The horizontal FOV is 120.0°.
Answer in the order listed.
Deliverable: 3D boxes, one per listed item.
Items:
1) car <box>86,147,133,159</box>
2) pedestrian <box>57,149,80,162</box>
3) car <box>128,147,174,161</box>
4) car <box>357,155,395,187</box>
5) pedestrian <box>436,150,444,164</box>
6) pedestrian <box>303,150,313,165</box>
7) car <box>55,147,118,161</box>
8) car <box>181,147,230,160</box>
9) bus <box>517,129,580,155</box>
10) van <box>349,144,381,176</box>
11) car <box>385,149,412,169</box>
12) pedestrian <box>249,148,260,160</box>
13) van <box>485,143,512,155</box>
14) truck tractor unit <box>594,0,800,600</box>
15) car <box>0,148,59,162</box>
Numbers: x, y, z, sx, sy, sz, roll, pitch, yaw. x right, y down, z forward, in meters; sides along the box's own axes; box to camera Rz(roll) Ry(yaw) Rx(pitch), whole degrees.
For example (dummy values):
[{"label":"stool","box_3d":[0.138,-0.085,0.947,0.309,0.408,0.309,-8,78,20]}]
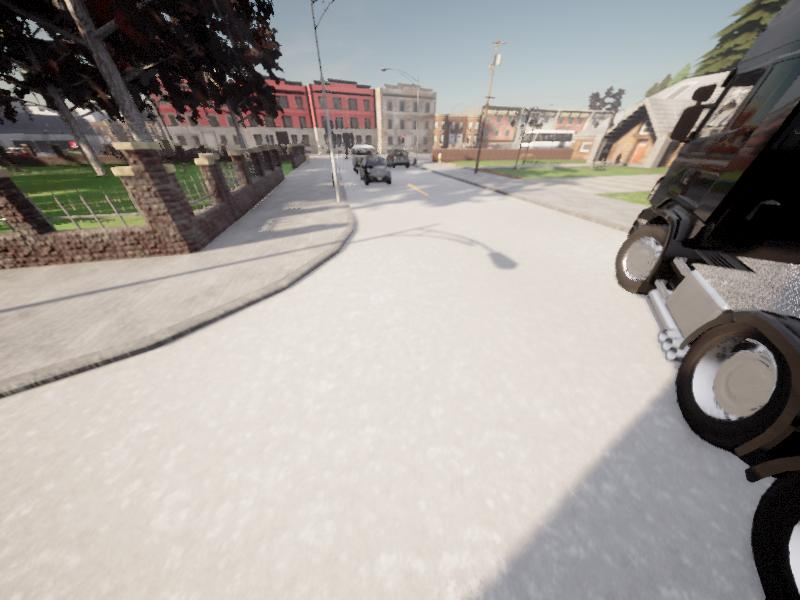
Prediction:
[{"label":"car","box_3d":[-42.644,-21.713,34.071,3.633,1.501,1.845,-8,35,-11]},{"label":"pedestrian","box_3d":[-39.168,-17.058,27.298,0.751,1.300,0.751,-8,35,-12]},{"label":"car","box_3d":[-34.704,-20.473,32.283,3.705,1.549,1.789,-8,35,-11]},{"label":"car","box_3d":[-1.625,-8.484,15.035,1.845,1.501,3.633,-8,35,-11]},{"label":"pedestrian","box_3d":[4.676,-16.790,27.093,0.751,1.300,0.751,-3,35,-4]},{"label":"pedestrian","box_3d":[-10.093,-15.590,25.299,0.751,1.300,0.751,-8,35,-11]},{"label":"car","box_3d":[-41.689,-19.508,30.874,4.514,1.525,2.007,-8,35,-11]},{"label":"car","box_3d":[-28.163,-21.339,33.625,4.892,1.490,1.837,-8,35,-12]},{"label":"bus","box_3d":[30.647,-32.754,48.042,10.273,4.253,3.944,-8,35,-11]},{"label":"van","box_3d":[-3.090,-12.118,19.858,2.069,2.038,4.480,-8,35,-11]},{"label":"car","box_3d":[-0.243,-14.880,24.267,1.851,1.617,3.988,-8,35,-11]},{"label":"pedestrian","box_3d":[-20.125,-20.256,32.033,0.751,1.300,0.751,27,43,33]},{"label":"van","box_3d":[19.929,-30.443,46.637,4.442,1.987,1.775,-8,35,-11]},{"label":"truck tractor unit","box_3d":[4.393,-0.704,1.375,3.053,4.208,6.516,18,39,24]},{"label":"car","box_3d":[-47.735,-18.662,29.661,3.806,1.475,1.970,-8,35,-11]}]
